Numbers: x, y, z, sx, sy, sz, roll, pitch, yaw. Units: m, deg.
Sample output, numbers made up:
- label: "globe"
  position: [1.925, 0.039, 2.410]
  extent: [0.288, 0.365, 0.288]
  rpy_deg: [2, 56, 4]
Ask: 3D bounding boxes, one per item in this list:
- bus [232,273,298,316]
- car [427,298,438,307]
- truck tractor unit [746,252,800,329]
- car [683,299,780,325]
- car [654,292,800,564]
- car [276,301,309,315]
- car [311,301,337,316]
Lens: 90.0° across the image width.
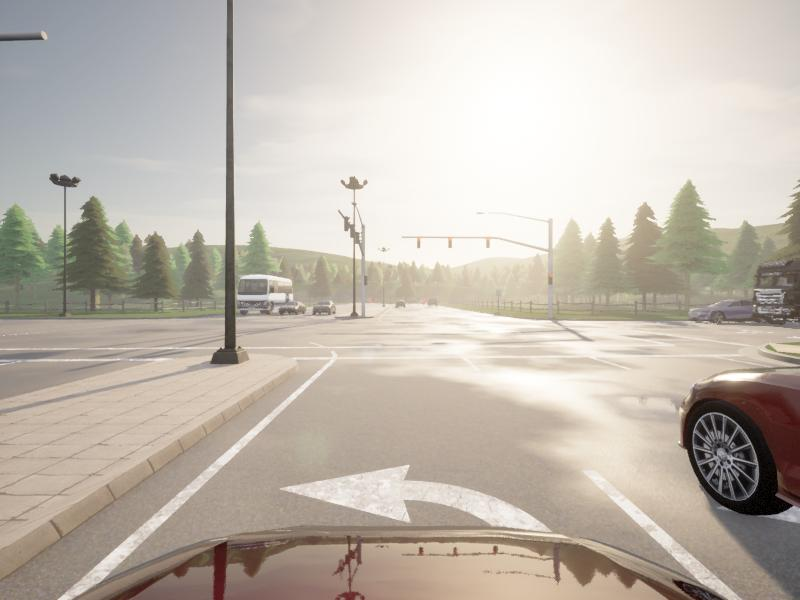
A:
- label: "bus"
  position: [-14.869, -0.573, 45.259]
  extent: [3.944, 4.253, 10.273]
  rpy_deg: [0, 0, 0]
- label: "car"
  position: [7.423, 0.490, 91.860]
  extent: [2.150, 2.045, 5.566]
  rpy_deg: [0, 0, 2]
- label: "truck tractor unit"
  position: [24.805, -0.537, 23.346]
  extent: [6.516, 4.208, 3.053]
  rpy_deg: [0, 0, 1]
- label: "car"
  position: [22.153, 0.753, 26.879]
  extent: [4.856, 1.649, 2.033]
  rpy_deg: [0, 0, 1]
- label: "car"
  position: [3.500, 0.779, 1.307]
  extent: [2.152, 1.651, 5.027]
  rpy_deg: [0, 0, 0]
- label: "car"
  position: [-11.492, 0.857, 43.184]
  extent: [2.033, 1.411, 5.357]
  rpy_deg: [0, 0, 0]
- label: "car"
  position: [-7.991, 0.807, 42.501]
  extent: [1.837, 1.490, 4.892]
  rpy_deg: [0, 0, 0]
